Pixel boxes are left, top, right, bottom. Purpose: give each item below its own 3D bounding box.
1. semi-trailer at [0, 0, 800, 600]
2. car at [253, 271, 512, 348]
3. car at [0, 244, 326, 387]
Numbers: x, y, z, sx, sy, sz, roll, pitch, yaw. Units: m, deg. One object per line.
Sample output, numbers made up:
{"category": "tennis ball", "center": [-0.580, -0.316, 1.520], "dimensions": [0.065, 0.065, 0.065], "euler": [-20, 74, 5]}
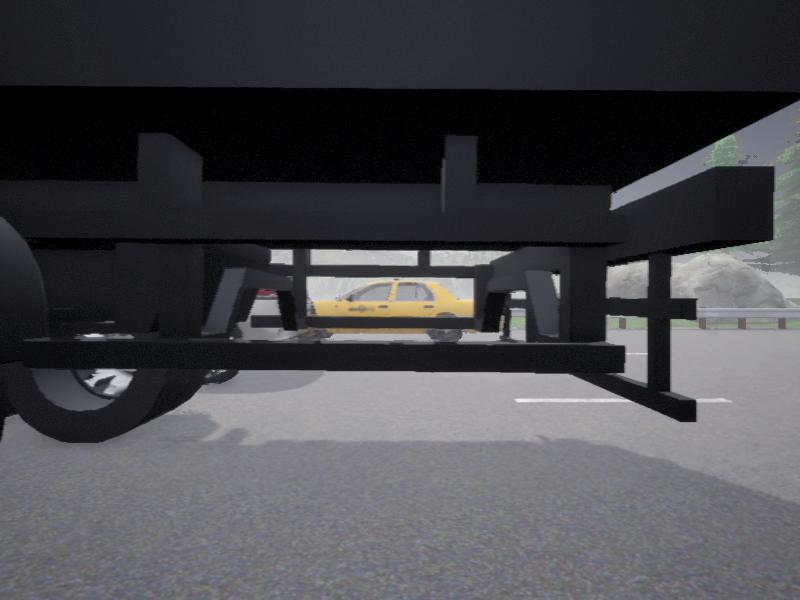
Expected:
{"category": "semi-trailer", "center": [-6.013, -1.227, 2.204], "dimensions": [14.254, 4.402, 2.717], "euler": [0, 0, 0]}
{"category": "car", "center": [-0.368, 0.202, 9.200], "dimensions": [5.366, 1.575, 1.801], "euler": [0, 0, 0]}
{"category": "car", "center": [-3.764, 0.176, 5.701], "dimensions": [5.027, 1.651, 2.152], "euler": [0, 0, 0]}
